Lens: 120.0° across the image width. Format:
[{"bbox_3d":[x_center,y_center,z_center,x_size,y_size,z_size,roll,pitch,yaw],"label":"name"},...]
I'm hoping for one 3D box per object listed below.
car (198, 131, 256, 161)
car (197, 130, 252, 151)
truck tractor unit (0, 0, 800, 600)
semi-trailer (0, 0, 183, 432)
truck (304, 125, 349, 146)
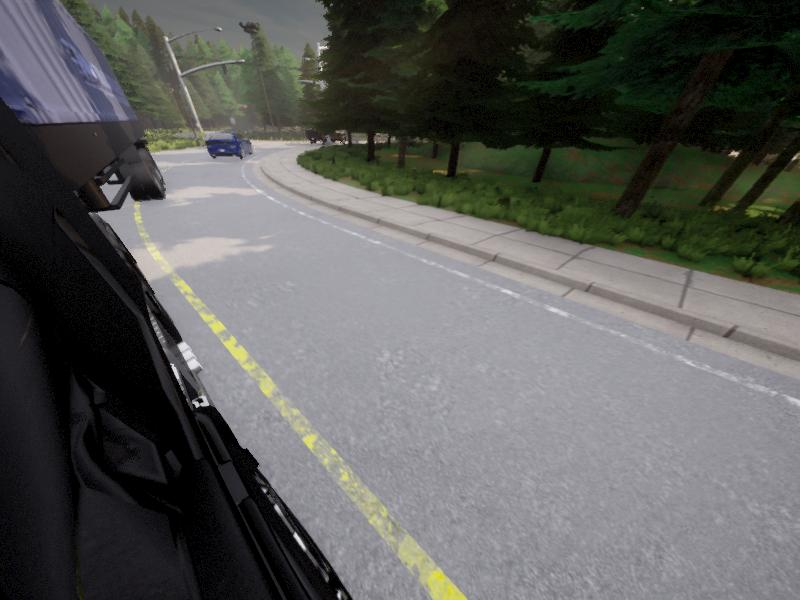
[{"bbox_3d":[-12.322,-11.343,16.884,1.882,1.535,5.008,-8,38,-14],"label":"car"},{"bbox_3d":[-16.531,-15.271,22.049,1.994,1.385,4.181,2,37,0],"label":"car"},{"bbox_3d":[-2.645,-0.295,0.351,6.516,4.208,3.053,28,44,30],"label":"truck tractor unit"},{"bbox_3d":[-7.877,-4.055,4.902,2.717,4.402,14.254,-25,45,-31],"label":"semi-trailer"},{"bbox_3d":[-10.048,-22.963,32.255,2.390,2.098,6.274,17,38,18],"label":"truck"}]
